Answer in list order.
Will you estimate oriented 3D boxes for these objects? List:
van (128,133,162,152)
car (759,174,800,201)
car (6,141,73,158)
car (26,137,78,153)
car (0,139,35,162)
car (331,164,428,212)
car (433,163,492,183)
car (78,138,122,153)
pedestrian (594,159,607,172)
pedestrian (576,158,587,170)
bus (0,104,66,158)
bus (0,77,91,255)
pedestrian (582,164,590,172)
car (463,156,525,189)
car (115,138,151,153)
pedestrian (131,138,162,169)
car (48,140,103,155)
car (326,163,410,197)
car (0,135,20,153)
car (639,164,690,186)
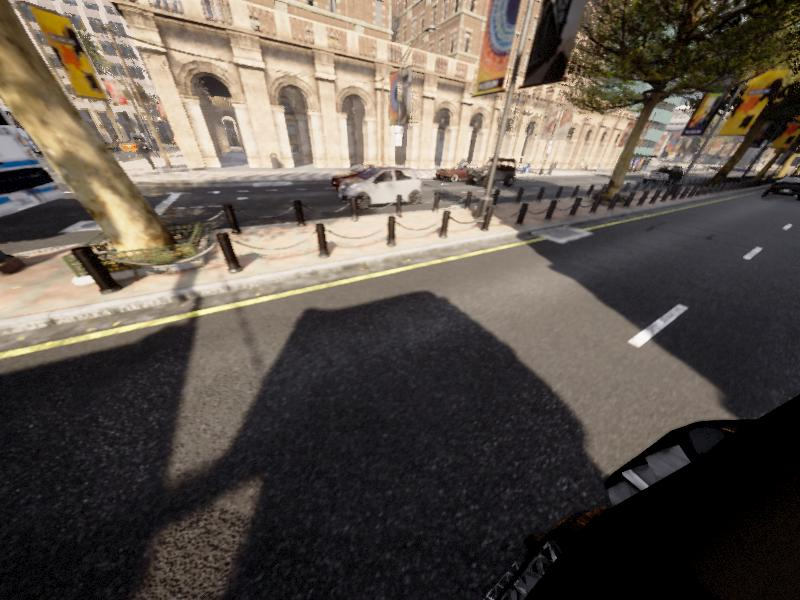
[{"bbox_3d":[-44.051,-27.359,40.103,1.988,2.561,5.915,-16,37,-25],"label":"van"},{"bbox_3d":[32.260,-9.308,18.957,5.238,1.638,1.930,-16,38,-26],"label":"car"},{"bbox_3d":[-36.578,-15.452,23.674,1.895,1.301,4.718,-16,38,-26],"label":"car"},{"bbox_3d":[-45.173,-20.266,30.164,2.007,1.525,4.514,-16,37,-25],"label":"car"},{"bbox_3d":[-33.343,-12.319,18.982,1.816,1.474,4.193,-16,38,-26],"label":"car"},{"bbox_3d":[-0.860,-5.007,10.146,3.633,1.501,1.845,-16,38,-26],"label":"car"},{"bbox_3d":[5.332,-10.927,19.793,4.718,1.301,1.895,-16,38,-26],"label":"car"},{"bbox_3d":[-43.678,-22.672,33.841,2.152,1.651,5.027,-15,37,-25],"label":"car"},{"bbox_3d":[32.555,-21.876,37.558,0.751,1.860,0.751,-14,37,-24],"label":"pedestrian"},{"bbox_3d":[32.541,-24.433,41.443,0.751,1.860,0.751,-11,36,-19],"label":"pedestrian"},{"bbox_3d":[-40.609,-16.998,23.045,3.944,4.253,10.273,-16,38,-26],"label":"bus"},{"bbox_3d":[-13.651,-2.440,2.853,10.273,4.253,3.944,-16,38,-26],"label":"bus"},{"bbox_3d":[29.167,-20.683,36.193,0.500,1.100,0.500,-10,35,-18],"label":"pedestrian"},{"bbox_3d":[7.039,-9.592,17.354,3.866,1.878,1.905,-16,38,-26],"label":"car"},{"bbox_3d":[-40.502,-23.505,35.177,2.097,1.767,4.553,-16,37,-25],"label":"car"},{"bbox_3d":[-18.305,-10.566,16.724,0.751,1.860,0.751,-16,38,-26],"label":"pedestrian"},{"bbox_3d":[-40.098,-19.022,28.758,2.033,1.411,5.357,-16,37,-26],"label":"car"},{"bbox_3d":[-1.750,-6.899,13.107,4.181,1.385,1.994,-16,38,-26],"label":"car"},{"bbox_3d":[-46.118,-17.376,25.573,2.242,1.667,4.611,-15,37,-25],"label":"car"},{"bbox_3d":[28.006,-13.279,24.472,4.605,1.855,1.932,-16,38,-26],"label":"car"}]
